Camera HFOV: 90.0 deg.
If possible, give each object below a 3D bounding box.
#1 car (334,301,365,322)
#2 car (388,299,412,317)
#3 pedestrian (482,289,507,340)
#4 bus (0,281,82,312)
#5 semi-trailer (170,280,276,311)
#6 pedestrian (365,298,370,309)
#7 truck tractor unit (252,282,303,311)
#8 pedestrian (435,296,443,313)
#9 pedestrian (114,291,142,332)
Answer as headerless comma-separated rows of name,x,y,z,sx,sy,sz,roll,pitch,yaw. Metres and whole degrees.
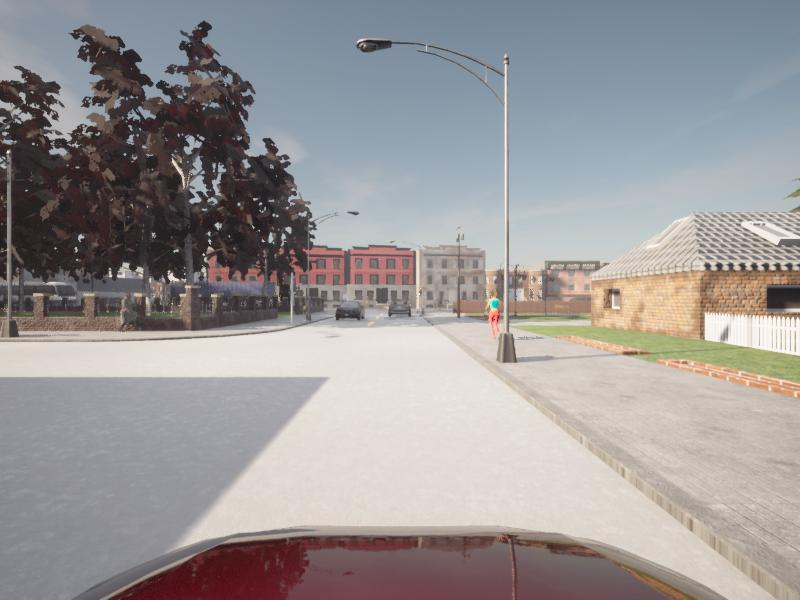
car,-3.932,0.823,32.015,1.882,1.535,5.008,0,0,0
car,-0.002,0.756,39.235,2.242,1.667,4.611,0,0,1
pedestrian,3.521,0.533,14.924,0.751,1.860,0.751,0,0,1
bus,-53.167,-0.526,58.492,10.273,4.253,3.944,-1,0,0
semi-trailer,-25.718,-0.618,58.376,14.254,4.402,2.717,0,0,0
pedestrian,-5.462,0.533,67.150,0.751,1.860,0.751,0,0,1
truck tractor unit,-17.801,-0.514,58.377,6.516,4.208,3.053,0,0,0
pedestrian,4.514,0.524,45.858,0.751,1.860,0.751,0,0,-9
pedestrian,-12.530,0.534,18.439,0.751,1.860,0.751,0,0,0
